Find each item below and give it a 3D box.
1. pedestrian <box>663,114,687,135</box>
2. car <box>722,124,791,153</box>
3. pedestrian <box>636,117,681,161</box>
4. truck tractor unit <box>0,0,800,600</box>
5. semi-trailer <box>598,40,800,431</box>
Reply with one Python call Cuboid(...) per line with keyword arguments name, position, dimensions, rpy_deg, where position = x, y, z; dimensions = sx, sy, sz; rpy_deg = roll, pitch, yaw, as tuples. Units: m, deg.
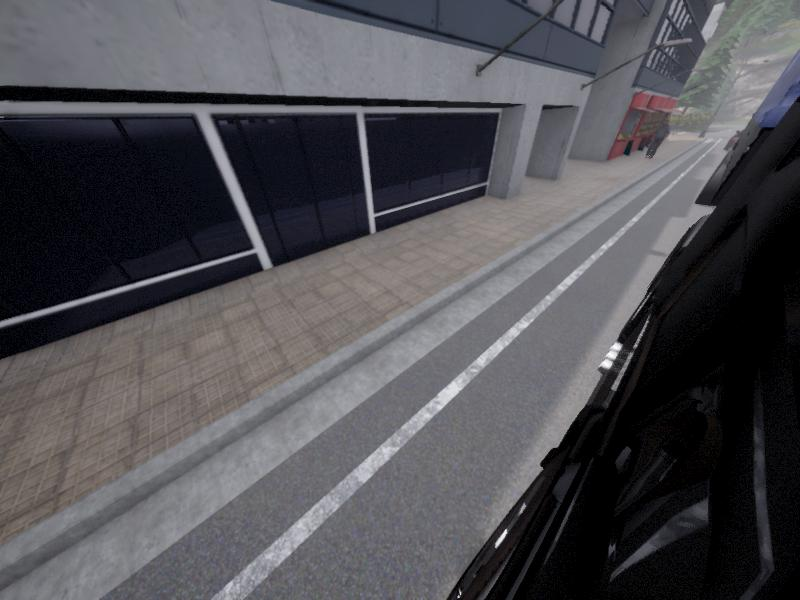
Cuboid(name="pedestrian", position=(31.258, -19.899, 26.282), dimensions=(0.751, 1.860, 0.751), rpy_deg=(6, 38, 12))
Cuboid(name="car", position=(24.208, -11.117, 15.843), dimensions=(4.181, 1.385, 1.994), rpy_deg=(-29, 44, -31))
Cuboid(name="pedestrian", position=(13.989, -8.708, 12.553), dimensions=(0.751, 1.860, 0.751), rpy_deg=(-21, 41, -23))
Cuboid(name="truck tractor unit", position=(2.645, -0.295, 0.351), dimensions=(6.516, 4.208, 3.053), rpy_deg=(-28, 44, -30))
Cuboid(name="semi-trailer", position=(8.678, -3.619, 4.248), dimensions=(14.254, 4.402, 2.717), rpy_deg=(-28, 44, -30))
